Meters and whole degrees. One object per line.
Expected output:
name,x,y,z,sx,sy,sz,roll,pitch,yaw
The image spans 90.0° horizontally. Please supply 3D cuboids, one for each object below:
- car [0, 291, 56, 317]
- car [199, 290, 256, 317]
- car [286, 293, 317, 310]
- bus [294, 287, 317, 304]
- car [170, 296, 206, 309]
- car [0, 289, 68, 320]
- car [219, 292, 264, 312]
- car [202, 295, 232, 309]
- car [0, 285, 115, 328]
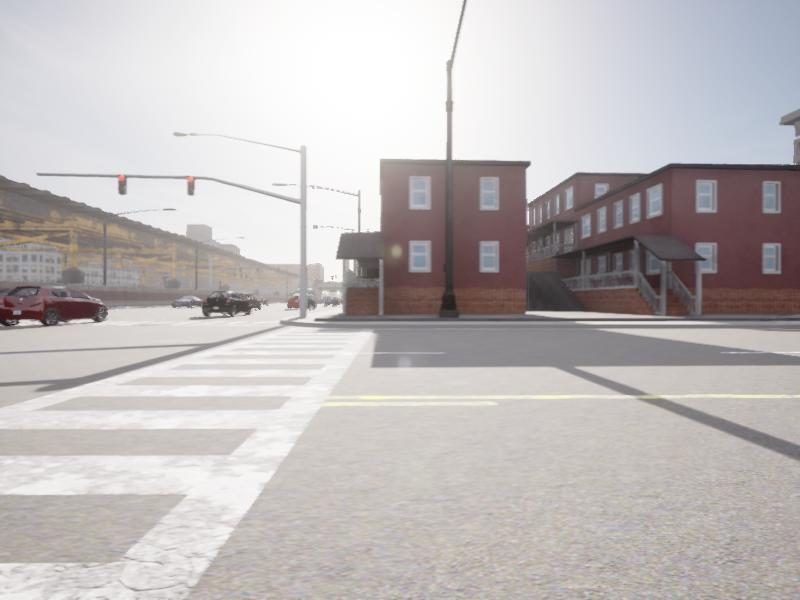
car,-24.130,0.217,24.588,1.837,1.490,4.892,0,1,-1
car,-10.258,0.219,24.091,1.845,1.501,3.633,0,0,0
car,-10.609,0.153,43.541,2.242,1.667,4.611,0,0,0
bus,-25.510,-1.148,108.363,3.944,4.253,10.273,0,0,-1
car,-24.522,0.249,46.420,1.812,1.442,4.674,0,0,-1
car,-20.534,0.216,21.039,2.128,1.511,4.902,0,0,-1
car,-13.822,0.148,35.279,2.242,1.667,4.611,0,0,-1
car,-20.981,0.201,45.966,1.789,1.549,3.705,0,0,-1
car,-13.471,0.214,15.836,1.845,1.501,3.633,0,0,-1
